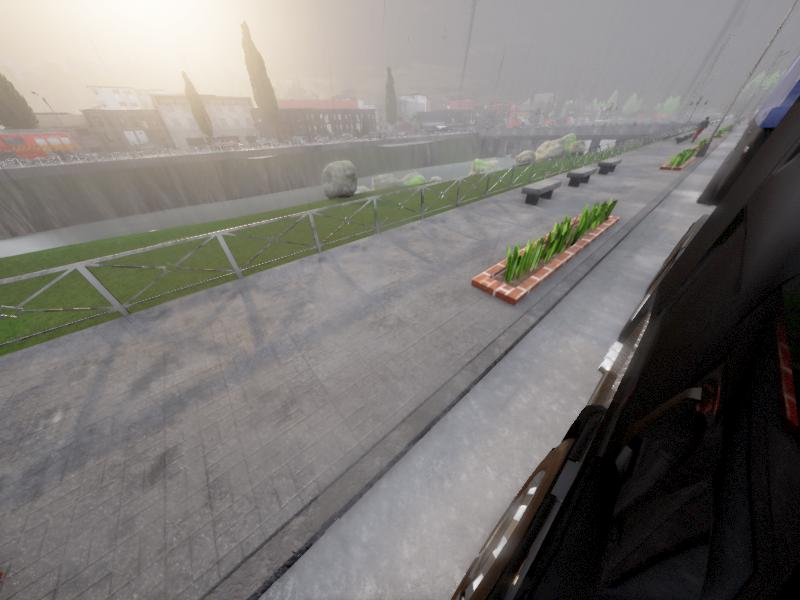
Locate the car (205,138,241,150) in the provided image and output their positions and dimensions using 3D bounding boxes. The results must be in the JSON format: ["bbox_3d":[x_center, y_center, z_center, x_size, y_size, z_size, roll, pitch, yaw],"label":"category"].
[{"bbox_3d":[-34.737,-30.652,45.430,5.027,1.651,2.152,-28,44,-30],"label":"car"}]

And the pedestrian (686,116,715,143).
[{"bbox_3d":[26.108,-14.829,20.084,0.751,1.860,0.751,-28,44,-30],"label":"pedestrian"}]

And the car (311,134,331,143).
[{"bbox_3d":[-19.062,-38.956,55.684,3.806,1.475,1.970,-28,44,-30],"label":"car"}]

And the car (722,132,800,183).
[{"bbox_3d":[15.665,-6.060,9.655,4.181,1.385,1.994,-28,43,-30],"label":"car"}]

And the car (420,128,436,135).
[{"bbox_3d":[8.986,-53.952,73.951,5.008,1.535,1.882,-28,44,-30],"label":"car"}]

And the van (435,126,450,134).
[{"bbox_3d":[13.341,-53.350,72.461,4.480,2.038,2.069,-28,44,-30],"label":"van"}]

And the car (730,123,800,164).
[{"bbox_3d":[20.580,-8.759,12.802,4.514,1.525,2.007,-28,44,-30],"label":"car"}]

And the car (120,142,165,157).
[{"bbox_3d":[-43.852,-25.794,39.491,4.856,1.649,2.033,-28,44,-30],"label":"car"}]

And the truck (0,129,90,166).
[{"bbox_3d":[-52.524,-22.069,33.211,8.468,3.827,2.891,-28,44,-30],"label":"truck"}]

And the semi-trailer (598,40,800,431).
[{"bbox_3d":[8.696,-3.606,4.231,14.254,4.402,2.717,-28,44,-30],"label":"semi-trailer"}]

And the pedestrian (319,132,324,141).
[{"bbox_3d":[-20.542,-42.951,60.584,0.751,1.860,0.751,-24,42,-26],"label":"pedestrian"}]

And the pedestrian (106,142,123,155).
[{"bbox_3d":[-49.804,-26.441,40.318,0.751,1.860,0.751,2,37,6],"label":"pedestrian"}]

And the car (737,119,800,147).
[{"bbox_3d":[28.691,-13.084,18.084,4.514,1.525,2.007,-28,44,-30],"label":"car"}]

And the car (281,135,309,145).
[{"bbox_3d":[-23.859,-36.466,52.515,5.238,1.638,1.930,-28,44,-30],"label":"car"}]

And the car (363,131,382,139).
[{"bbox_3d":[-7.428,-45.238,63.222,4.856,1.649,2.033,-28,44,-30],"label":"car"}]

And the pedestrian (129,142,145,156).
[{"bbox_3d":[-42.900,-24.675,37.702,0.751,1.860,0.751,-23,41,-25],"label":"pedestrian"}]

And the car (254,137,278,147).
[{"bbox_3d":[-28.595,-33.867,49.470,3.806,1.475,1.970,-28,44,-30],"label":"car"}]

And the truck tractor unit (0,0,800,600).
[{"bbox_3d":[2.645,-0.295,0.351,6.516,4.208,3.053,-28,44,-30],"label":"truck tractor unit"}]

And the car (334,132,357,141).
[{"bbox_3d":[-13.808,-41.830,59.064,5.238,1.638,1.930,-28,44,-30],"label":"car"}]
